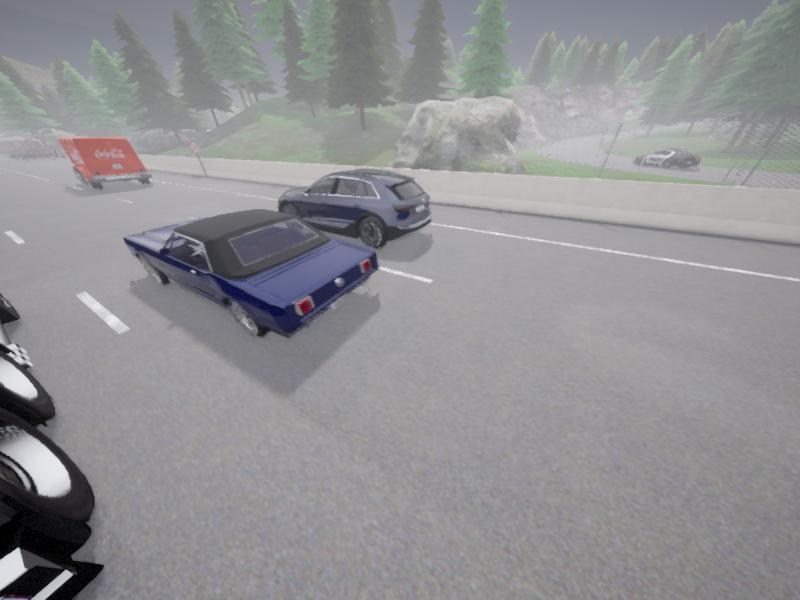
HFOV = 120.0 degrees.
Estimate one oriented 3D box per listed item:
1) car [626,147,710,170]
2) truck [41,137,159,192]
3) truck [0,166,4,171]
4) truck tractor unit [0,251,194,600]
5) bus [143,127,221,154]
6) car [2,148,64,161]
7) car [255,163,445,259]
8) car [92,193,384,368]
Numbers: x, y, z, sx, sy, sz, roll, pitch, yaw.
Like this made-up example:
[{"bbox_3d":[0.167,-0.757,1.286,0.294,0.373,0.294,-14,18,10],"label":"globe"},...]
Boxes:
[{"bbox_3d":[24.407,-13.173,21.386,2.038,1.542,4.974,0,35,0],"label":"car"},{"bbox_3d":[-18.060,-8.352,14.014,5.204,2.467,2.627,19,39,25],"label":"truck"},{"bbox_3d":[-43.166,-14.710,22.193,8.468,3.827,2.891,18,39,24],"label":"truck"},{"bbox_3d":[-5.088,-0.323,0.810,6.516,4.208,3.053,19,39,25],"label":"truck tractor unit"},{"bbox_3d":[-44.899,-33.352,48.285,3.944,4.253,10.273,18,39,24],"label":"bus"},{"bbox_3d":[-55.894,-22.375,35.392,2.163,1.488,4.792,29,44,35],"label":"car"},{"bbox_3d":[-1.443,-2.826,6.656,4.856,1.649,2.033,18,39,24],"label":"car"},{"bbox_3d":[-2.814,-0.831,4.092,4.718,1.301,1.895,18,39,24],"label":"car"}]
